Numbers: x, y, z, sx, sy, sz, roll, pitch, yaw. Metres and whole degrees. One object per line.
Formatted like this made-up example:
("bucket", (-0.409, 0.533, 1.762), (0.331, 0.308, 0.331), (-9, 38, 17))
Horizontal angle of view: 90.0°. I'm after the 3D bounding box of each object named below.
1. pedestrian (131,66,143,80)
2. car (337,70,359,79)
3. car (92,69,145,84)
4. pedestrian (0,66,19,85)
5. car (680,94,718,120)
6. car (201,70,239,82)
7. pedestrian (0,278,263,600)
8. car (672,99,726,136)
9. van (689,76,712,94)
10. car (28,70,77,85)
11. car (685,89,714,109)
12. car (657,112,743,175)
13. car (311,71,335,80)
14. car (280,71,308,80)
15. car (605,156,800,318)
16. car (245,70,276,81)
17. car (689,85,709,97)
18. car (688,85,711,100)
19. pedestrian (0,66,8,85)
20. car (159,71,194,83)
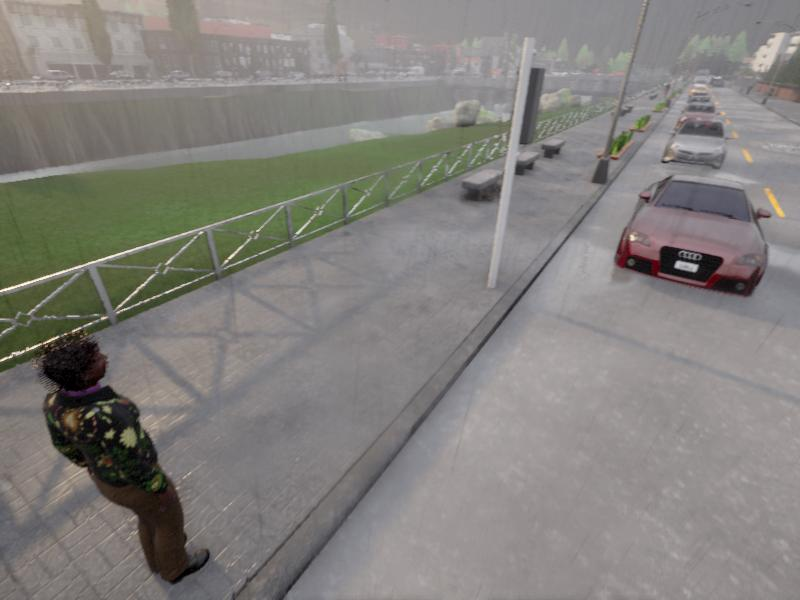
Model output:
("pedestrian", (-39.472, -34.016, 59.959), (0.751, 1.860, 0.751), (11, 32, 16))
("car", (-11.398, -49.842, 88.538), (1.930, 1.638, 5.238), (19, 35, 27))
("car", (-37.565, -29.958, 53.617), (1.930, 1.638, 5.238), (19, 35, 27))
("pedestrian", (-44.091, -25.315, 45.180), (0.751, 1.860, 0.751), (8, 31, 12))
("car", (23.163, -15.009, 31.033), (1.816, 1.474, 4.193), (19, 35, 27))
("car", (-29.093, -36.395, 64.923), (1.930, 1.638, 5.238), (19, 35, 27))
("pedestrian", (-1.451, 0.943, 2.193), (0.751, 1.860, 0.751), (17, 34, 25))
("car", (17.729, -10.906, 23.775), (2.007, 1.525, 4.514), (19, 35, 27))
("van", (50.199, -35.948, 66.834), (2.351, 2.431, 6.366), (19, 35, 27))
("car", (-41.719, -26.731, 48.117), (1.970, 1.475, 3.806), (19, 35, 28))
("car", (29.484, -19.835, 39.452), (1.845, 1.501, 3.633), (19, 35, 27))
("car", (11.544, -6.210, 15.527), (2.007, 1.525, 4.514), (19, 35, 27))
("car", (-15.820, -46.438, 82.664), (1.882, 1.535, 5.008), (19, 35, 27))
("car", (-20.243, -43.100, 76.747), (2.038, 1.542, 4.974), (19, 35, 27))
("car", (5.422, -1.495, 7.405), (1.994, 1.385, 4.181), (19, 35, 27))
("car", (-24.591, -39.819, 70.930), (2.033, 1.649, 4.856), (19, 35, 27))
("car", (43.736, -30.604, 58.522), (1.994, 1.385, 4.181), (19, 35, 27))
("car", (39.184, -27.201, 52.381), (1.882, 1.535, 5.008), (19, 35, 27))
("pedestrian", (-45.203, -25.235, 44.997), (0.751, 1.860, 0.751), (4, 31, 4))
("car", (-33.188, -33.214, 59.502), (1.970, 1.475, 3.806), (19, 35, 27))
